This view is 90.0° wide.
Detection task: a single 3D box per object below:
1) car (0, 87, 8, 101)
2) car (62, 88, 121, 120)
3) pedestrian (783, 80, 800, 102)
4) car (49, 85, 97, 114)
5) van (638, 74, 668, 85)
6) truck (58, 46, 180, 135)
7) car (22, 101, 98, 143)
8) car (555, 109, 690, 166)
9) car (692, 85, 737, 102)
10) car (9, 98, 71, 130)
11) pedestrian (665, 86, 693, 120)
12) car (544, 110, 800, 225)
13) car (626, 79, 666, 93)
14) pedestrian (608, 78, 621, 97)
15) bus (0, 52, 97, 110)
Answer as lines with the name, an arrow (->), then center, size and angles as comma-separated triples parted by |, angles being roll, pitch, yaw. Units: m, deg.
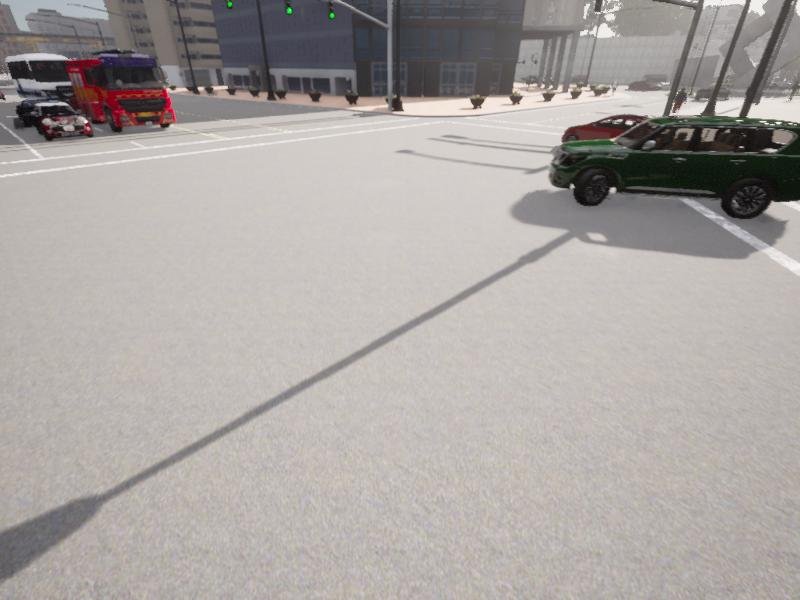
car -> -47.515, -23.992, 46.555 | 1.994, 1.385, 4.181 | -26, 39, -38
car -> -21.924, -14.008, 28.414 | 2.097, 1.767, 4.553 | -27, 39, -38
pedestrian -> 39.975, -21.217, 40.600 | 0.751, 1.860, 0.751 | -9, 32, -16
car -> -26.234, -16.150, 32.108 | 3.866, 1.878, 1.905 | 26, 39, 38
van -> 51.417, -44.830, 81.339 | 4.442, 1.987, 1.775 | 6, 31, 9
truck -> -16.189, -12.025, 22.882 | 8.468, 3.827, 2.891 | 26, 39, 38
car -> -16.768, -8.840, 19.694 | 1.970, 1.475, 3.806 | -26, 39, -38
car -> 8.609, -6.596, 15.958 | 1.816, 1.474, 4.193 | -17, 34, -26
car -> 33.742, -22.192, 42.902 | 4.892, 1.490, 1.837 | -18, 35, -29
car -> -21.674, -11.267, 24.049 | 1.994, 1.385, 4.181 | -26, 39, -37
pedestrian -> 17.830, -12.589, 25.588 | 0.751, 1.860, 0.751 | -25, 39, -36
car -> 6.734, -3.477, 10.033 | 5.566, 2.045, 2.150 | 9, 30, 14
car -> 36.952, -32.277, 60.345 | 2.152, 1.651, 5.027 | -6, 31, -11
pedestrian -> 24.668, -24.484, 46.015 | 0.751, 1.860, 0.751 | 10, 32, 16
bus -> -33.275, -20.634, 37.651 | 10.273, 4.253, 3.944 | 23, 37, 35
